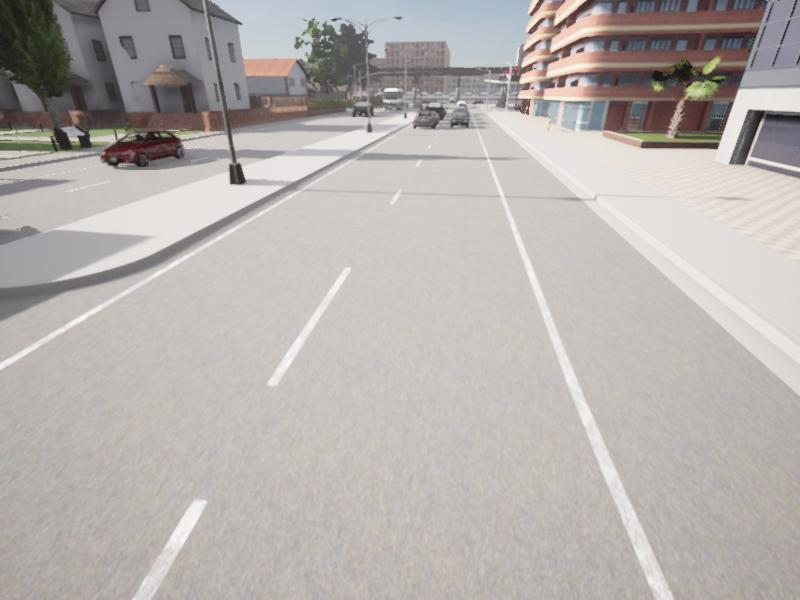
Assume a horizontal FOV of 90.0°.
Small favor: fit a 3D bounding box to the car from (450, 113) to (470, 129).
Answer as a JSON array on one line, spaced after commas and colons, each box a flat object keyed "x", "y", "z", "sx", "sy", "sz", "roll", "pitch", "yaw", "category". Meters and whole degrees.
[{"x": 6.298, "y": -18.850, "z": 41.976, "sx": 1.895, "sy": 1.301, "sz": 4.718, "roll": 4, "pitch": 27, "yaw": 7, "category": "car"}]

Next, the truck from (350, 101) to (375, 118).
[{"x": -5.649, "y": -29.454, "z": 61.739, "sx": 2.390, "sy": 2.098, "sz": 6.274, "roll": 4, "pitch": 27, "yaw": 7, "category": "truck"}]

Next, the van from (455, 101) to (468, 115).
[{"x": 10.596, "y": -33.062, "z": 68.840, "sx": 2.069, "sy": 2.038, "sz": 4.480, "roll": 4, "pitch": 27, "yaw": 7, "category": "van"}]

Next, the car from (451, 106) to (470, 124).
[{"x": 7.273, "y": -22.189, "z": 47.939, "sx": 2.097, "sy": 1.767, "sz": 4.553, "roll": 4, "pitch": 27, "yaw": 7, "category": "car"}]

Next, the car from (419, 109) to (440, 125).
[{"x": 3.548, "y": -21.471, "z": 46.822, "sx": 2.038, "sy": 1.542, "sz": 4.974, "roll": 4, "pitch": 27, "yaw": 7, "category": "car"}]

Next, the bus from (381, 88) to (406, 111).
[{"x": -1.219, "y": -44.154, "z": 88.040, "sx": 3.944, "sy": 4.253, "sz": 10.273, "roll": 4, "pitch": 27, "yaw": 7, "category": "bus"}]

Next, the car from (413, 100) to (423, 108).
[{"x": 4.651, "y": -50.891, "z": 103.889, "sx": 2.097, "sy": 1.767, "sz": 4.553, "roll": 4, "pitch": 27, "yaw": 7, "category": "car"}]

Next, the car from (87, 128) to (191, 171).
[{"x": -12.458, "y": -7.444, "z": 19.515, "sx": 1.816, "sy": 1.474, "sz": 4.193, "roll": 4, "pitch": 27, "yaw": 7, "category": "car"}]

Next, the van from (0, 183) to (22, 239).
[{"x": -11.107, "y": -1.433, "z": 6.757, "sx": 2.351, "sy": 2.431, "sz": 6.366, "roll": 5, "pitch": 28, "yaw": 10, "category": "van"}]

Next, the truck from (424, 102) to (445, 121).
[{"x": 4.788, "y": -25.676, "z": 54.400, "sx": 2.390, "sy": 2.098, "sz": 6.274, "roll": 4, "pitch": 27, "yaw": 7, "category": "truck"}]

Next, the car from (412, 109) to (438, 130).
[{"x": 2.585, "y": -18.458, "z": 40.794, "sx": 2.242, "sy": 1.667, "sz": 4.611, "roll": 4, "pitch": 27, "yaw": 7, "category": "car"}]

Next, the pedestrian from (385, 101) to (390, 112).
[{"x": -2.431, "y": -38.327, "z": 79.255, "sx": 0.751, "sy": 1.860, "sz": 0.751, "roll": 6, "pitch": 28, "yaw": 11, "category": "pedestrian"}]

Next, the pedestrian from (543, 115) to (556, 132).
[{"x": 12.774, "y": -15.096, "z": 34.252, "sx": 0.751, "sy": 1.300, "sz": 0.751, "roll": 12, "pitch": 30, "yaw": 22, "category": "pedestrian"}]
